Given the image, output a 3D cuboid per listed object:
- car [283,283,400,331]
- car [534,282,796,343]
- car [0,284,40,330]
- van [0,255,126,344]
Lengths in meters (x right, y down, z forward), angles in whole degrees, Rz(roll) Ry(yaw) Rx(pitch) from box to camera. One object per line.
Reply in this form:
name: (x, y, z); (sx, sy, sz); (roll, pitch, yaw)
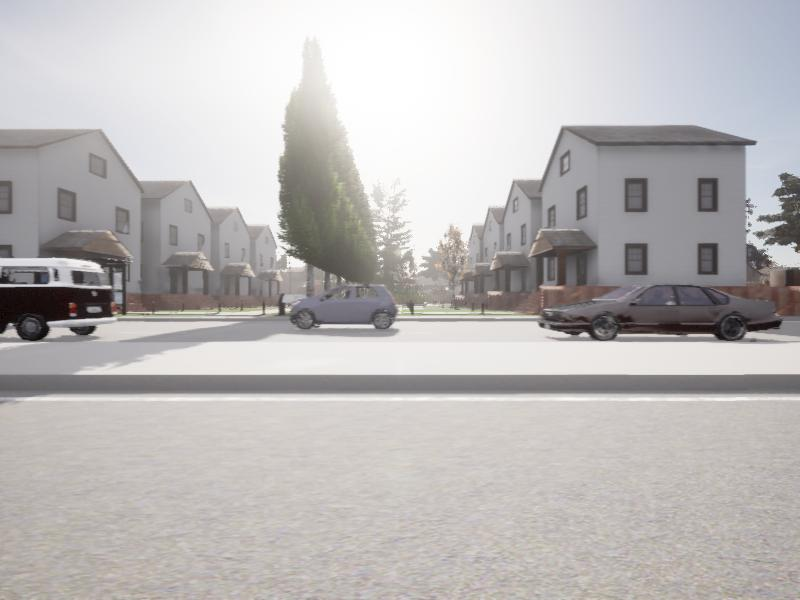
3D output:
car: (-1.857, 0.229, 13.562); (3.633, 1.501, 1.845); (0, 0, 2)
car: (6.431, 0.293, 10.212); (5.357, 1.411, 2.033); (0, 0, 0)
car: (-15.007, 0.232, 13.727); (3.633, 1.501, 1.845); (0, 0, 0)
van: (-9.929, -0.023, 10.205); (4.480, 2.038, 2.069); (0, 0, 0)
